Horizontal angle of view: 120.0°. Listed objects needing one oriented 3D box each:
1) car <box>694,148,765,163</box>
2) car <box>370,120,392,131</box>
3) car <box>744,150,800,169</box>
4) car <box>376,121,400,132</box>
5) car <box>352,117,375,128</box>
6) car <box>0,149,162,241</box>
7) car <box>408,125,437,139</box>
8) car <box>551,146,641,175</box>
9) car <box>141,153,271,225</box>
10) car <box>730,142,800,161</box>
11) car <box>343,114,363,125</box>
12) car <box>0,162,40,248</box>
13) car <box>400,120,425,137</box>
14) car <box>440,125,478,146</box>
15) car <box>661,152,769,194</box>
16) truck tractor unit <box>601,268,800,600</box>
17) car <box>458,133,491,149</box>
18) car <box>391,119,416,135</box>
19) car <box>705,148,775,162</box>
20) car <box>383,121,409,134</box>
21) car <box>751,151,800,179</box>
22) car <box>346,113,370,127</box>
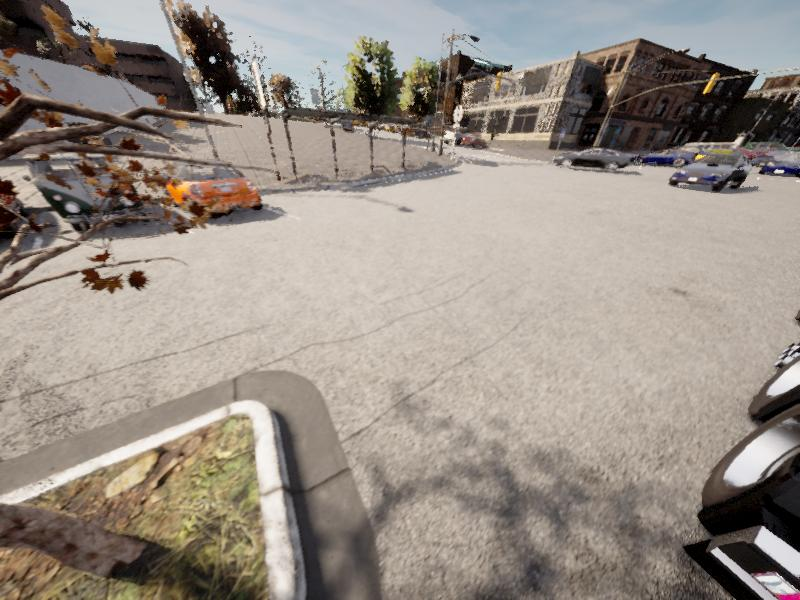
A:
[{"bbox_3d":[39.985,-17.750,28.280,2.002,1.452,4.674,-29,43,-35],"label":"car"},{"bbox_3d":[-3.908,-36.320,48.066,2.002,1.452,4.674,30,44,27],"label":"car"},{"bbox_3d":[37.649,-14.151,23.111,5.357,1.411,2.033,-14,37,-20],"label":"car"},{"bbox_3d":[-2.367,-34.607,46.100,2.002,1.452,4.674,30,44,27],"label":"car"},{"bbox_3d":[-8.398,-41.557,54.035,1.946,1.575,5.366,30,43,27],"label":"car"},{"bbox_3d":[-9.836,-3.579,7.324,4.442,1.987,1.878,25,41,32],"label":"car"},{"bbox_3d":[3.717,-27.771,38.187,2.231,1.521,4.892,30,44,28],"label":"car"},{"bbox_3d":[14.710,-10.846,17.803,4.902,1.511,2.128,20,39,23],"label":"car"},{"bbox_3d":[-7.296,-4.368,8.669,4.553,1.767,2.185,25,42,32],"label":"car"},{"bbox_3d":[51.108,-20.665,32.061,2.435,2.045,5.566,-27,42,-35],"label":"car"},{"bbox_3d":[-11.653,-44.983,57.741,2.185,1.767,4.553,29,43,27],"label":"car"},{"bbox_3d":[-12.498,-2.780,6.097,5.566,2.045,2.435,25,41,32],"label":"car"},{"bbox_3d":[2.153,-29.613,39.944,1.878,1.987,4.442,31,44,27],"label":"car"},{"bbox_3d":[8.323,-22.841,32.146,2.435,2.045,5.566,30,44,28],"label":"car"},{"bbox_3d":[15.283,-6.260,11.247,4.193,1.474,1.816,-15,38,-23],"label":"car"},{"bbox_3d":[5.115,-0.298,0.756,6.516,4.208,3.053,-18,39,-23],"label":"truck tractor unit"},{"bbox_3d":[9.810,-20.887,30.341,2.002,1.452,4.674,30,44,28],"label":"car"},{"bbox_3d":[0.626,-31.331,41.916,1.878,1.987,4.442,31,44,27],"label":"car"},{"bbox_3d":[42.750,-18.438,29.295,2.002,1.452,4.674,-28,43,-35],"label":"car"},{"bbox_3d":[-0.727,-33.004,44.221,1.946,1.575,5.366,30,44,28],"label":"car"},{"bbox_3d":[29.099,-10.033,17.030,4.792,1.488,2.163,-15,38,-21],"label":"car"},{"bbox_3d":[-10.061,-43.364,55.699,2.435,2.045,5.566,30,43,27],"label":"car"}]
